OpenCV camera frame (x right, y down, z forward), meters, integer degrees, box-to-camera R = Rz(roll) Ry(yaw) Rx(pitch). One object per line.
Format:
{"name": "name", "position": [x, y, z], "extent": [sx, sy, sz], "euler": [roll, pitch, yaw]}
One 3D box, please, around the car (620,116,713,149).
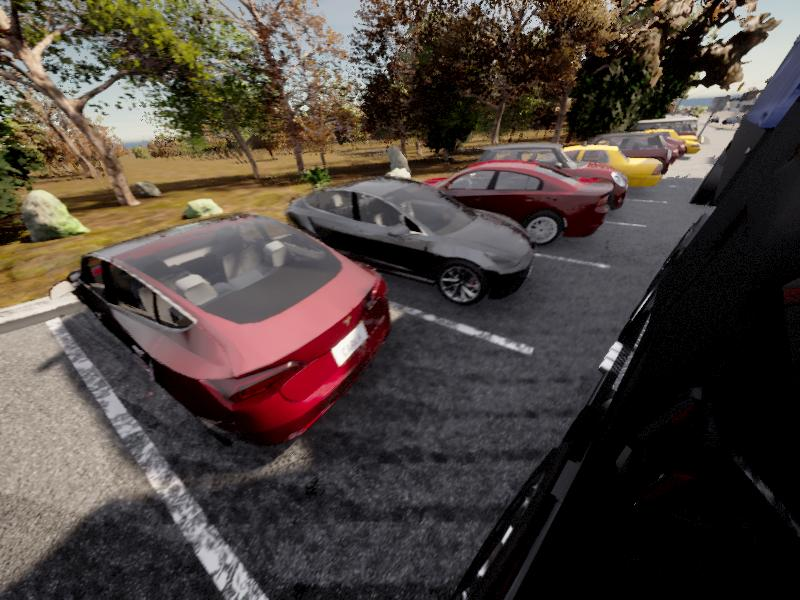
{"name": "car", "position": [22.077, -14.035, 19.497], "extent": [4.442, 1.987, 1.878], "euler": [14, 39, 23]}

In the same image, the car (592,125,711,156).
{"name": "car", "position": [17.494, -11.379, 16.598], "extent": [5.366, 1.575, 1.946], "euler": [15, 40, 24]}

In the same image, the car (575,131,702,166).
{"name": "car", "position": [13.291, -8.784, 13.443], "extent": [4.674, 1.452, 2.002], "euler": [15, 40, 24]}

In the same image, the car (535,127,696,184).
{"name": "car", "position": [8.890, -6.424, 10.270], "extent": [4.553, 1.767, 2.185], "euler": [16, 40, 25]}

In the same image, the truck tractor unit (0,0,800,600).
{"name": "truck tractor unit", "position": [2.645, -0.295, 0.352], "extent": [6.516, 4.208, 3.053], "euler": [-28, 44, -30]}

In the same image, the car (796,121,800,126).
{"name": "car", "position": [70.328, -29.545, 37.410], "extent": [5.566, 2.045, 2.435], "euler": [12, 39, 18]}

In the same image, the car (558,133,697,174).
{"name": "car", "position": [11.089, -7.536, 11.905], "extent": [4.674, 1.452, 2.002], "euler": [16, 40, 24]}

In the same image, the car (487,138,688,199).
{"name": "car", "position": [6.480, -5.147, 8.918], "extent": [5.366, 1.575, 1.946], "euler": [16, 41, 25]}

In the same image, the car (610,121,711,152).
{"name": "car", "position": [19.850, -12.694, 18.006], "extent": [4.553, 1.767, 2.185], "euler": [15, 40, 23]}

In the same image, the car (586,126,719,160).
{"name": "car", "position": [15.644, -10.033, 14.896], "extent": [5.366, 1.575, 1.946], "euler": [15, 40, 24]}

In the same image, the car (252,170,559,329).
{"name": "car", "position": [-0.074, -1.420, 4.372], "extent": [4.792, 1.488, 2.163], "euler": [17, 40, 26]}

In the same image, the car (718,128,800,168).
{"name": "car", "position": [18.851, -8.090, 12.193], "extent": [4.181, 1.385, 1.994], "euler": [-30, 44, -32]}

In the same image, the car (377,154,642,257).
{"name": "car", "position": [2.160, -2.656, 5.842], "extent": [5.008, 1.535, 2.097], "euler": [17, 41, 25]}

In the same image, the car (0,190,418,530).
{"name": "car", "position": [-2.409, -0.230, 2.923], "extent": [4.792, 1.488, 2.163], "euler": [17, 41, 26]}

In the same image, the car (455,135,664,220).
{"name": "car", "position": [4.375, -3.987, 7.282], "extent": [4.553, 1.767, 2.185], "euler": [16, 40, 25]}

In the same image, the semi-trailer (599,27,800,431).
{"name": "semi-trailer", "position": [8.628, -3.642, 4.309], "extent": [14.254, 4.402, 2.717], "euler": [-29, 44, -31]}
